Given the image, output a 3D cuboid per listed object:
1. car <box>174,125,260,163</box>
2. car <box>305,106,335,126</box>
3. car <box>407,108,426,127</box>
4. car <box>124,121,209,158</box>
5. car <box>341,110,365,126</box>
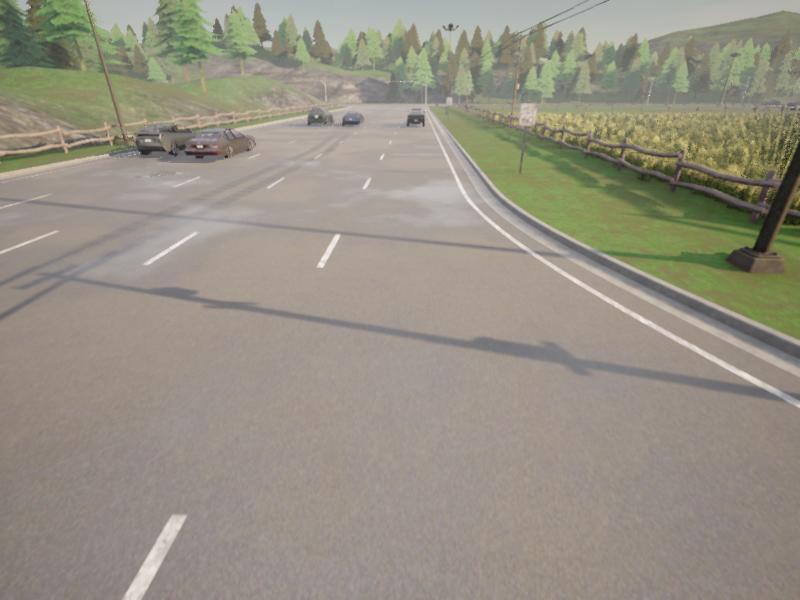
[{"bbox_3d":[-9.703,-8.630,21.850,2.033,1.411,5.357,1,27,2],"label":"car"},{"bbox_3d":[-8.728,-20.275,44.049,2.097,1.767,4.553,1,27,2],"label":"car"},{"bbox_3d":[1.772,-20.081,43.852,1.930,1.638,5.238,1,27,2],"label":"car"},{"bbox_3d":[-13.157,-9.276,22.956,2.007,1.525,4.514,1,27,2],"label":"car"},{"bbox_3d":[-5.204,-20.327,44.621,1.994,1.385,4.181,1,27,2],"label":"car"}]
